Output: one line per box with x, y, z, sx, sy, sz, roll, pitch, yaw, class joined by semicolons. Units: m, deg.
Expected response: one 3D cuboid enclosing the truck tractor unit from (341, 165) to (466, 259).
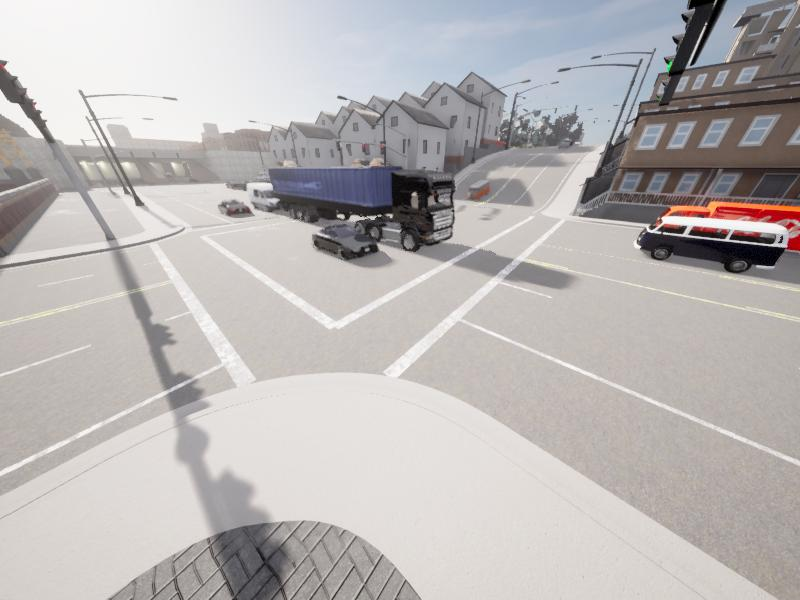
-0.072;-5.602;13.790;6.516;4.208;3.053;24;38;36;truck tractor unit

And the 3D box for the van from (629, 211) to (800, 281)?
14.563;-2.824;11.159;4.480;2.038;2.069;24;38;35;van

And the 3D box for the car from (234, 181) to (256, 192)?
-30.843;-22.643;46.000;4.514;1.525;2.007;24;38;35;car

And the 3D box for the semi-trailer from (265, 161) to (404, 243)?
-5.905;-8.362;18.374;14.254;4.402;2.717;25;38;36;semi-trailer

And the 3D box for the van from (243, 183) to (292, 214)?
-14.423;-11.163;25.104;5.915;2.561;1.988;24;38;35;van

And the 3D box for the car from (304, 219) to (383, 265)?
-3.149;-3.347;12.737;4.181;1.385;1.994;24;38;35;car

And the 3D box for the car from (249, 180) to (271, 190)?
-29.715;-24.540;49.142;4.611;1.667;2.242;24;38;35;car

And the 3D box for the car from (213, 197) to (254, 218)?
-16.634;-9.300;23.048;4.181;1.385;1.994;24;38;35;car

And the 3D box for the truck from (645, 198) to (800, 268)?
17.589;-3.927;12.639;5.204;2.467;2.627;25;38;36;truck

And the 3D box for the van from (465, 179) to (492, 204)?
10.990;-15.297;32.419;1.775;1.987;4.442;23;47;34;van

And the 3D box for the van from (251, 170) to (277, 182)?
-41.397;-37.927;70.524;1.988;2.561;5.915;23;43;35;van
